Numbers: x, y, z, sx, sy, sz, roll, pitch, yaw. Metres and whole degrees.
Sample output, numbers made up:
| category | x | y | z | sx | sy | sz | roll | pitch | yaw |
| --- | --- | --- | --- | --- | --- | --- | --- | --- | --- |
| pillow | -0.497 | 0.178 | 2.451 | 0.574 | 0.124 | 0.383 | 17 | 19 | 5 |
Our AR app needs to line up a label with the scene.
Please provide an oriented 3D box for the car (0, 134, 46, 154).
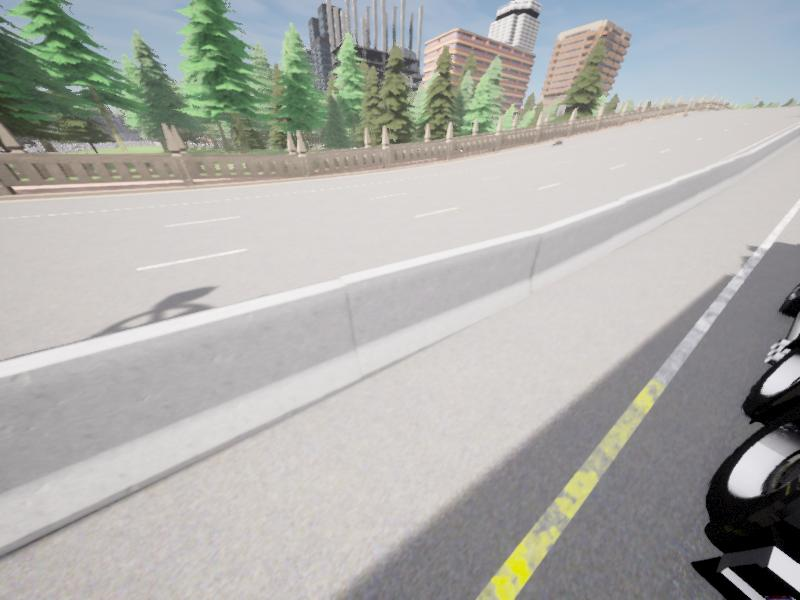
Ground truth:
| category | x | y | z | sx | sy | sz | roll | pitch | yaw |
| --- | --- | --- | --- | --- | --- | --- | --- | --- | --- |
| car | -52.715 | -21.439 | 31.721 | 2.150 | 2.045 | 5.566 | -18 | 39 | -26 |

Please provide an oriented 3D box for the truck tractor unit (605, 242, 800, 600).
| category | x | y | z | sx | sy | sz | roll | pitch | yaw |
| --- | --- | --- | --- | --- | --- | --- | --- | --- | --- |
| truck tractor unit | 5.056 | -0.359 | 0.803 | 6.516 | 4.208 | 3.053 | -21 | 40 | -25 |
